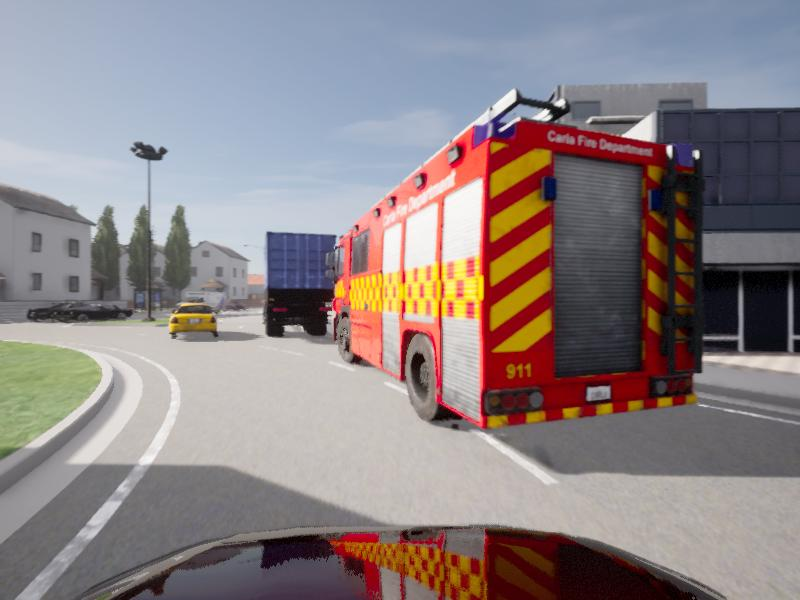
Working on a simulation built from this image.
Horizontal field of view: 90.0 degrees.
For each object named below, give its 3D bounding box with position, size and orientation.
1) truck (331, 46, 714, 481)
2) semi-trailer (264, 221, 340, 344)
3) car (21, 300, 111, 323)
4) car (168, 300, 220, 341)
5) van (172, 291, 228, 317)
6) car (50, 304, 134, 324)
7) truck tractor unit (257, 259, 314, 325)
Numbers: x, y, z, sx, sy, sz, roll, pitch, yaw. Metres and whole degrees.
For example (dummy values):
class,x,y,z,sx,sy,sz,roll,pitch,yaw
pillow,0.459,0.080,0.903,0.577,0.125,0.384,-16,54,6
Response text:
class,x,y,z,sx,sy,sz,roll,pitch,yaw
truck,0.757,-0.327,7.993,2.891,3.827,8.468,0,0,-19
semi-trailer,-5.885,-0.623,21.539,2.717,4.402,14.254,0,0,-19
car,-25.423,0.793,30.757,1.930,1.638,5.238,0,0,13
car,-9.307,0.805,18.200,1.801,1.575,5.366,0,0,-26
van,-20.306,0.385,41.081,2.351,2.431,6.366,0,0,3
car,-22.263,0.962,29.194,1.895,1.301,4.718,0,0,15
truck tractor unit,-8.070,-0.527,29.114,3.053,4.208,6.516,0,0,-7
